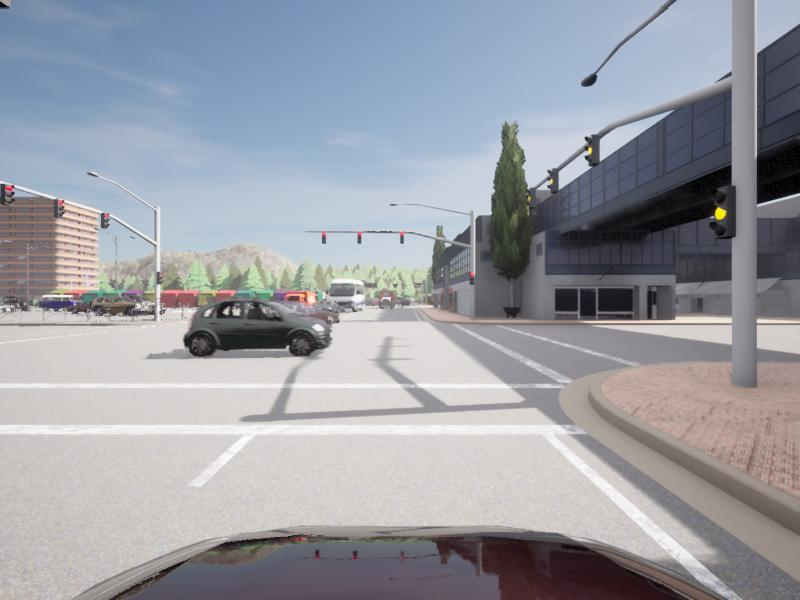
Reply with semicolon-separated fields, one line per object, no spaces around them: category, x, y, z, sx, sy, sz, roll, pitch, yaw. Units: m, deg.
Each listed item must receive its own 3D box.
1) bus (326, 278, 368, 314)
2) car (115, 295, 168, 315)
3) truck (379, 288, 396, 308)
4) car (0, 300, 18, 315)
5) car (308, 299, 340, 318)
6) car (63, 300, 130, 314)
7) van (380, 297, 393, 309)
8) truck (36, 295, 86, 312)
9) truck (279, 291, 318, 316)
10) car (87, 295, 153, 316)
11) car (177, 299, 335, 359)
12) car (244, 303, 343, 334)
bus;-6.621;-0.542;51.948;3.944;4.253;10.273;0;1;1
car;-24.890;0.499;38.658;3.866;1.878;1.905;0;0;0
truck;-2.475;-0.325;80.424;2.891;3.827;8.468;0;0;2
car;-42.354;0.739;41.382;3.806;1.475;1.970;0;0;0
car;-7.093;0.780;37.843;2.152;1.651;5.027;0;0;0
car;-31.328;0.732;41.381;5.357;1.415;2.033;0;0;0
van;-2.364;0.572;70.075;2.069;2.038;4.480;0;0;2
truck;-42.378;0.402;50.062;4.478;2.038;2.069;0;0;0
truck;-10.505;0.357;41.772;2.627;2.467;5.204;0;0;1
car;-24.947;0.497;35.764;4.605;1.855;1.932;0;0;0
car;-4.028;0.788;11.749;3.988;1.617;1.851;0;0;-2
car;-5.582;0.894;21.765;2.033;1.411;5.357;0;0;29
